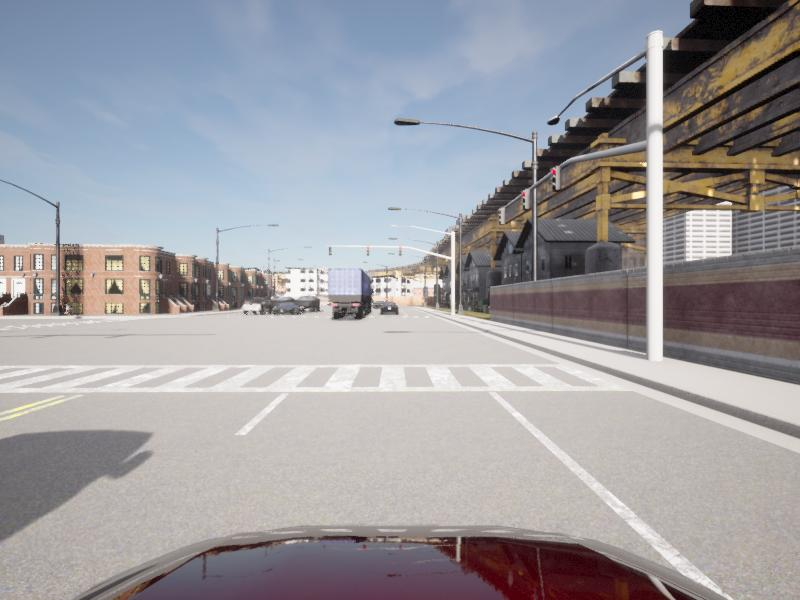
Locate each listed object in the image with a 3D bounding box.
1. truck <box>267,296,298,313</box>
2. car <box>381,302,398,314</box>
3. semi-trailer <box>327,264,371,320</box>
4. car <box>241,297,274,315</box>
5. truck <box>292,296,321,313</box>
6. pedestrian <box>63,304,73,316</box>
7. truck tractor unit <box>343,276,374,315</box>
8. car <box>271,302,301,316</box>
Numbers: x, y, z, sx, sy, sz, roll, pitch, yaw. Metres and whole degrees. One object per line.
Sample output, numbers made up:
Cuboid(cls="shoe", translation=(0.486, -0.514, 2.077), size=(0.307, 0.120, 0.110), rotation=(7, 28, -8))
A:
Cuboid(cls="truck", translation=(-15.378, 0.542, 52.653), size=(2.390, 2.098, 6.274), rotation=(0, 0, -2))
Cuboid(cls="car", translation=(-1.226, 0.907, 46.954), size=(1.994, 1.385, 4.181), rotation=(0, 0, -1))
Cuboid(cls="semi-trailer", translation=(-4.496, -0.619, 38.231), size=(2.717, 4.402, 14.254), rotation=(0, 0, -1))
Cuboid(cls="car", translation=(-15.119, 0.656, 42.646), size=(1.932, 1.855, 4.605), rotation=(0, -1, -2))
Cuboid(cls="truck", translation=(-11.839, 0.543, 51.180), size=(2.390, 2.098, 6.274), rotation=(0, 0, -1))
Cuboid(cls="pedestrian", translation=(-29.428, 0.865, 35.500), size=(0.500, 1.100, 0.500), rotation=(0, 0, -12))
Cuboid(cls="truck tractor unit", translation=(-4.701, -0.521, 46.145), size=(3.053, 4.208, 6.516), rotation=(0, 0, -1))
Cuboid(cls="car", translation=(-11.572, 0.908, 40.952), size=(1.994, 1.385, 4.181), rotation=(0, 0, -2))
